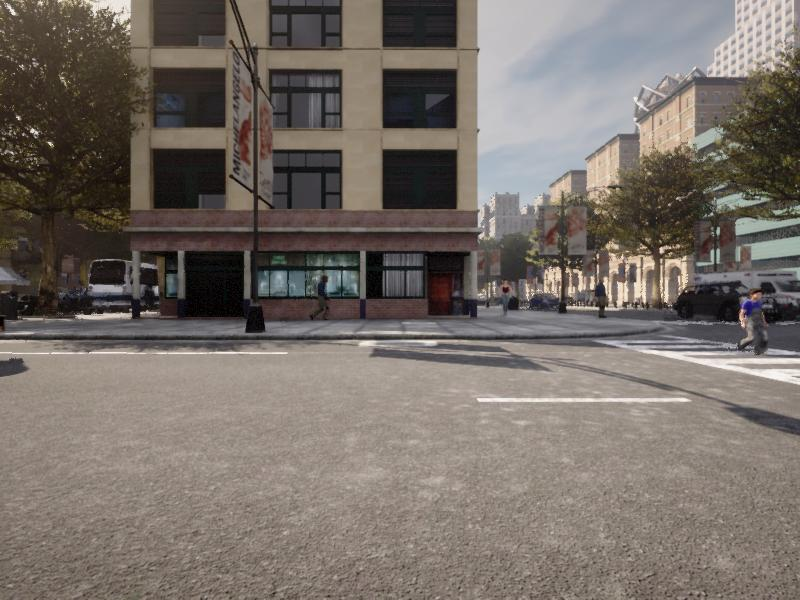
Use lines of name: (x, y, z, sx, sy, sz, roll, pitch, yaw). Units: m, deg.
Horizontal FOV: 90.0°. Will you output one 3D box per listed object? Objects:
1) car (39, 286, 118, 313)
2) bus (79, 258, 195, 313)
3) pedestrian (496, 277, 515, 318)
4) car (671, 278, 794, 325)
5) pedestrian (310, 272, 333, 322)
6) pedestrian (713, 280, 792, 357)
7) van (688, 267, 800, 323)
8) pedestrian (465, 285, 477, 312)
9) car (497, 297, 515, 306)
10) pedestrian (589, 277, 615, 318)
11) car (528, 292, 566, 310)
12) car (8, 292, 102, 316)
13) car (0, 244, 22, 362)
car: (-26.606, -0.031, 33.466, 2.150, 2.045, 5.566, 0, 0, 0)
bus: (-23.249, -1.133, 36.536, 3.944, 4.253, 10.273, 0, 0, 0)
pedestrian: (4.916, -0.115, 18.703, 0.751, 1.860, 0.751, 0, 0, 3)
car: (14.769, 0.052, 18.224, 1.932, 1.855, 4.605, 0, 0, 3)
pedestrian: (-2.960, -0.115, 15.219, 0.751, 1.860, 0.751, 0, 0, -2)
pedestrian: (6.269, 0.317, 7.149, 0.751, 1.300, 0.751, 0, 0, -2)
van: (18.440, -0.223, 20.722, 2.351, 2.431, 6.366, 0, 0, -1)
pedestrian: (4.902, -0.115, 27.799, 0.751, 1.860, 0.751, 0, 0, 3)
car: (18.147, 0.268, 68.489, 1.812, 1.442, 4.674, 0, 0, 0)
pedestrian: (9.334, -0.115, 18.472, 0.751, 1.860, 0.751, 0, 0, -20)
car: (14.800, 0.095, 40.582, 2.097, 1.767, 4.553, 0, 0, -1)
car: (-23.034, 0.237, 27.050, 2.128, 1.511, 4.902, 0, 0, -1)
car: (-8.604, 0.052, 5.700, 4.605, 1.855, 1.932, 0, 0, 0)
